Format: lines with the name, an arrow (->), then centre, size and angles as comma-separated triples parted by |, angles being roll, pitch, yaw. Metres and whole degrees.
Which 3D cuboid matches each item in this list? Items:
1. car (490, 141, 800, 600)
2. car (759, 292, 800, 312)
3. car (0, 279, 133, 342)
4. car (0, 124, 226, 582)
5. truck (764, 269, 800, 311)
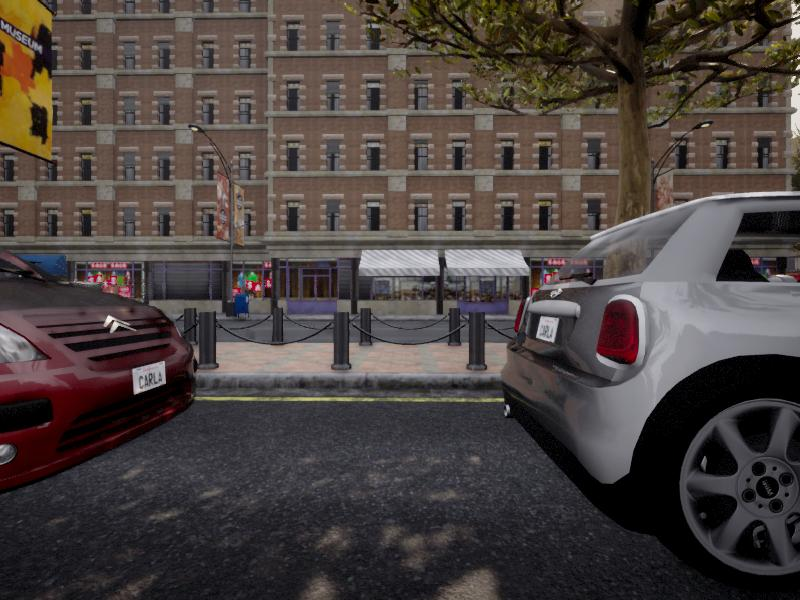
car -> 2.600, 0.253, 2.173 | 3.806, 1.475, 1.970 | 0, 0, 1
car -> 34.548, 0.171, 34.748 | 1.930, 1.638, 5.238 | 0, 0, 0
car -> -9.499, 0.253, 10.413 | 3.806, 1.475, 1.970 | 0, 0, 1
car -> -3.390, 0.188, 2.287 | 3.988, 1.617, 1.851 | 0, 0, 1
truck -> 38.063, -0.920, 36.045 | 2.891, 3.827, 8.468 | 0, 0, 1
